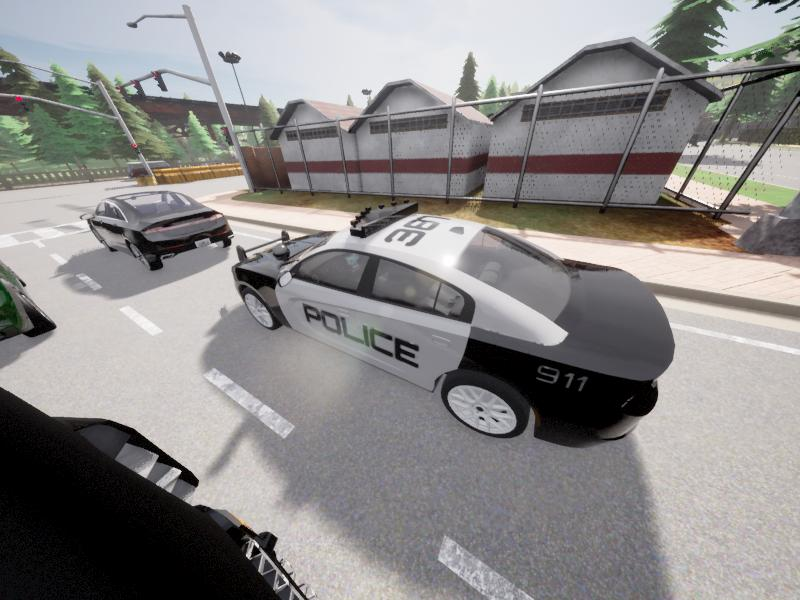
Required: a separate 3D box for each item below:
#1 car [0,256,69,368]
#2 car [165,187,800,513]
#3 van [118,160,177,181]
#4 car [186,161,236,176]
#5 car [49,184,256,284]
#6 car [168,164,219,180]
[{"bbox_3d":[-7.428,-0.189,3.181,4.553,1.767,2.097,16,38,26],"label":"car"},{"bbox_3d":[-0.239,-0.327,2.972,5.238,1.638,1.930,16,38,26],"label":"car"},{"bbox_3d":[-32.737,-16.898,30.122,1.775,1.987,4.442,15,37,24],"label":"van"},{"bbox_3d":[-26.895,-18.841,33.026,2.128,1.511,4.902,15,37,24],"label":"car"},{"bbox_3d":[-6.622,-2.081,6.225,4.902,1.511,2.128,16,38,26],"label":"car"},{"bbox_3d":[-25.627,-16.030,28.824,1.994,1.385,4.181,15,37,24],"label":"car"}]
